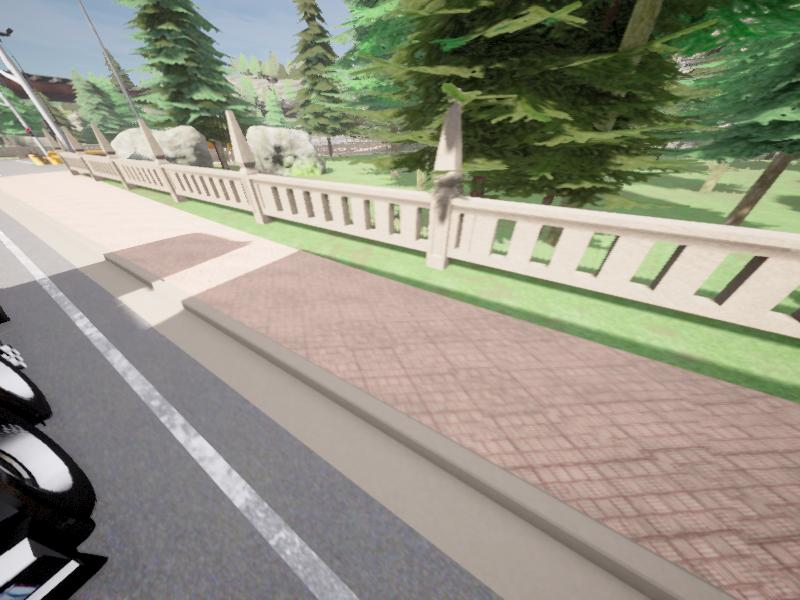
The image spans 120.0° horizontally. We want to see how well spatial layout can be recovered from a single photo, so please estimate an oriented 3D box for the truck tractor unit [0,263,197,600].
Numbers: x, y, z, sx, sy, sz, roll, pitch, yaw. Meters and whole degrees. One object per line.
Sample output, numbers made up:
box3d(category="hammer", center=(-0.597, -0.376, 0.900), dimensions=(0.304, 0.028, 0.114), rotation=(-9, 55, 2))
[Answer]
box3d(category="truck tractor unit", center=(-5.107, -0.306, 0.780), dimensions=(6.516, 4.208, 3.053), rotation=(19, 39, 24))
